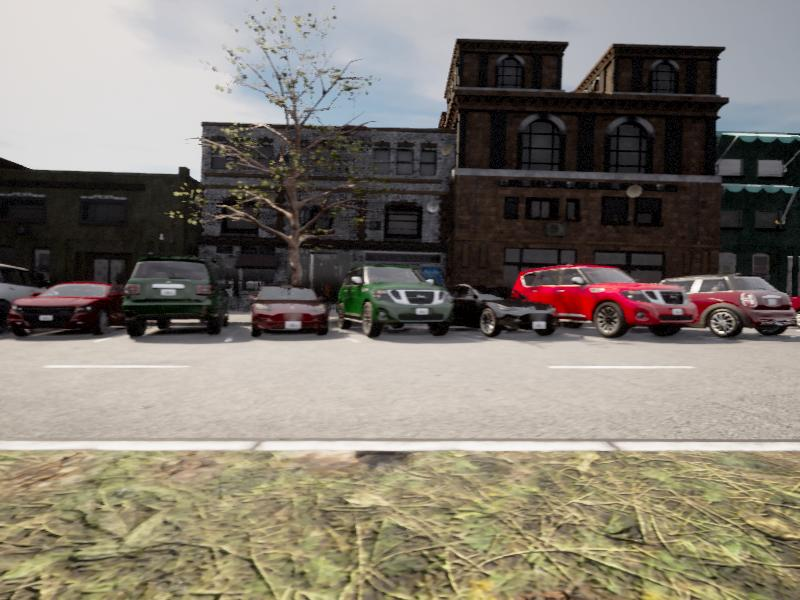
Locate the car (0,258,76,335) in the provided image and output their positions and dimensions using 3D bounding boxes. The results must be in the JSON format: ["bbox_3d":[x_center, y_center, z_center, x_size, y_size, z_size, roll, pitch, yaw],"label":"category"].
[{"bbox_3d":[-12.464,-0.059,12.096,2.435,2.045,5.566,0,-1,-20],"label":"car"}]

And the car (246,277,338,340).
[{"bbox_3d":[-3.422,0.232,12.032,2.163,1.488,4.792,1,-1,-20],"label":"car"}]

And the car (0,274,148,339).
[{"bbox_3d":[-9.445,0.195,12.068,2.097,1.535,5.008,1,-1,-20],"label":"car"}]

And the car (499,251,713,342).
[{"bbox_3d":[5.600,-0.036,12.026,2.435,2.045,5.566,1,-1,-20],"label":"car"}]

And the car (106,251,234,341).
[{"bbox_3d":[-6.455,-0.052,12.090,2.435,2.045,5.566,0,-1,-20],"label":"car"}]

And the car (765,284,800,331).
[{"bbox_3d":[14.615,0.227,12.015,2.097,1.535,5.008,1,-1,-20],"label":"car"}]

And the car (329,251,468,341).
[{"bbox_3d":[-0.414,-0.044,12.035,2.435,2.045,5.566,1,-1,-20],"label":"car"}]

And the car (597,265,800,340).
[{"bbox_3d":[8.596,0.093,12.007,2.185,1.767,4.553,0,-1,-20],"label":"car"}]

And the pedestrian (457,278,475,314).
[{"bbox_3d":[3.506,-0.205,21.260,0.751,1.860,0.751,2,0,-3],"label":"pedestrian"}]

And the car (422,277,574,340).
[{"bbox_3d":[2.590,0.240,12.026,2.163,1.488,4.792,1,-1,-20],"label":"car"}]
